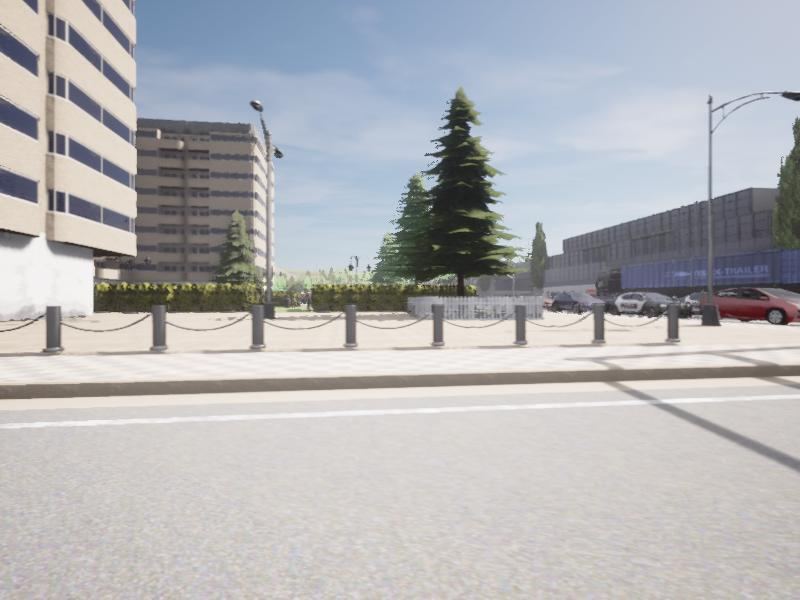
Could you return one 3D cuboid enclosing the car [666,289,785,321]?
[{"bbox_3d":[17.488,0.233,21.903,2.038,1.542,4.974,0,0,-8],"label":"car"}]

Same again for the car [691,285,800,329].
[{"bbox_3d":[14.651,0.233,16.300,2.007,1.525,4.514,0,0,-6],"label":"car"}]

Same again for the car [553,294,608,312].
[{"bbox_3d":[15.695,0.248,35.136,2.128,1.511,4.902,0,0,-8],"label":"car"}]

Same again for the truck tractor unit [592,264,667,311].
[{"bbox_3d":[22.206,-1.111,39.178,3.053,4.208,6.516,0,0,-8],"label":"truck tractor unit"}]

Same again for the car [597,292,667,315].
[{"bbox_3d":[16.551,0.238,28.823,2.007,1.525,4.514,0,0,-8],"label":"car"}]

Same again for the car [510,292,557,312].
[{"bbox_3d":[11.997,0.169,36.352,2.242,1.667,4.611,0,0,-8],"label":"car"}]

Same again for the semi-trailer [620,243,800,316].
[{"bbox_3d":[23.282,-1.213,31.332,2.717,4.402,14.254,0,0,-8],"label":"semi-trailer"}]

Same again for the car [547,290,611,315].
[{"bbox_3d":[12.944,0.188,29.382,2.033,1.649,4.856,0,0,-8],"label":"car"}]

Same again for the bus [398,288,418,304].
[{"bbox_3d":[2.080,-1.097,109.804,3.944,4.253,10.273,0,0,-7],"label":"bus"}]

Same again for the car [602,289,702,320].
[{"bbox_3d":[13.877,0.233,22.488,2.038,1.542,4.974,0,0,-8],"label":"car"}]

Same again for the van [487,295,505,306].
[{"bbox_3d":[17.598,0.025,73.645,1.775,1.987,4.442,0,0,-6],"label":"van"}]
